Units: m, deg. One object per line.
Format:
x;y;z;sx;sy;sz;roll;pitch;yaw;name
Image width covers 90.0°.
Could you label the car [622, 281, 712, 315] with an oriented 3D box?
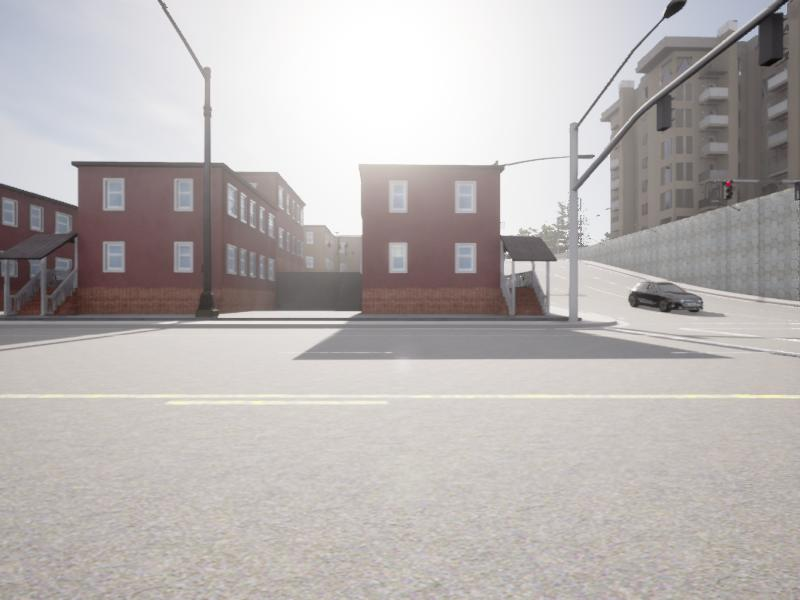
15.606;-0.245;23.799;2.033;1.649;4.856;0;5;0;car
